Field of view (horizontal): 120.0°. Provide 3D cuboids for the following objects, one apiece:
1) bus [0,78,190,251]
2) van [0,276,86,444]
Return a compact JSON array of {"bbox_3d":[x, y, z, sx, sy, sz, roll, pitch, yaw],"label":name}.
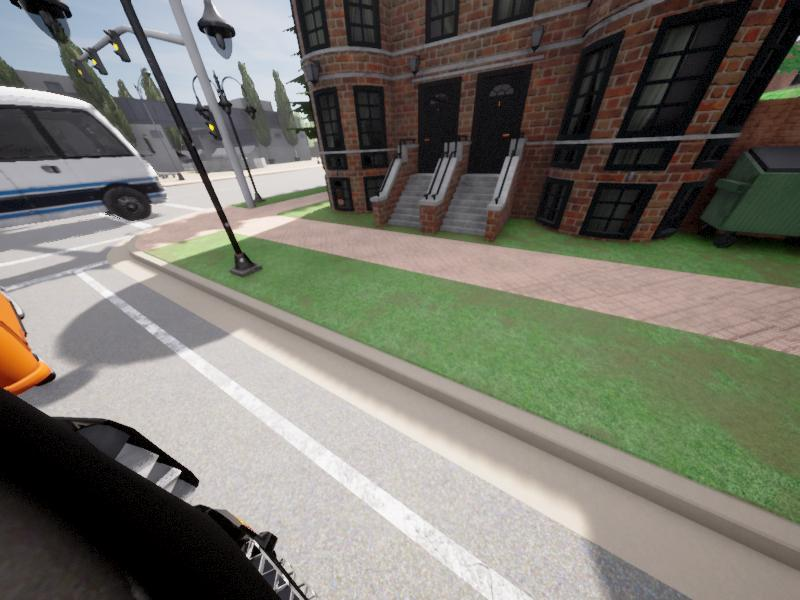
[{"bbox_3d":[-14.166,-3.782,6.831,3.944,4.253,10.273,17,38,27],"label":"bus"},{"bbox_3d":[-5.885,0.142,2.359,4.442,1.987,1.775,16,38,26],"label":"van"}]
